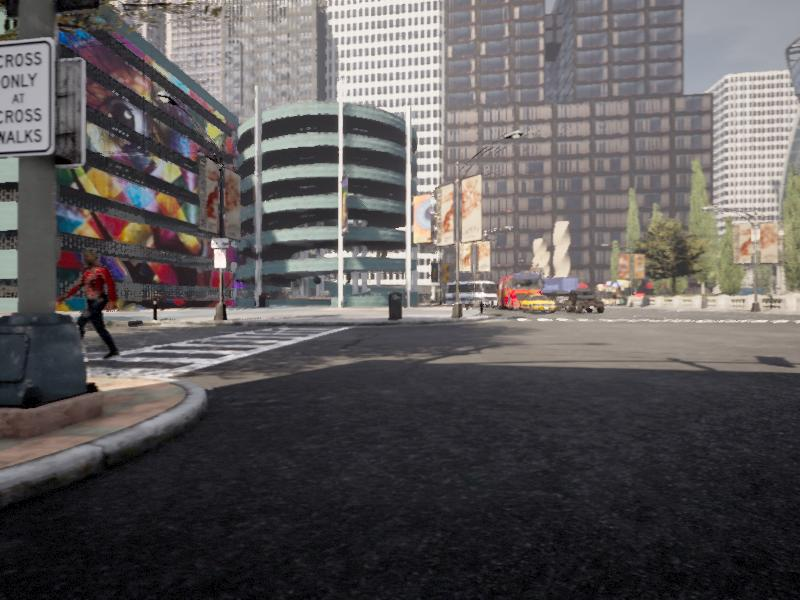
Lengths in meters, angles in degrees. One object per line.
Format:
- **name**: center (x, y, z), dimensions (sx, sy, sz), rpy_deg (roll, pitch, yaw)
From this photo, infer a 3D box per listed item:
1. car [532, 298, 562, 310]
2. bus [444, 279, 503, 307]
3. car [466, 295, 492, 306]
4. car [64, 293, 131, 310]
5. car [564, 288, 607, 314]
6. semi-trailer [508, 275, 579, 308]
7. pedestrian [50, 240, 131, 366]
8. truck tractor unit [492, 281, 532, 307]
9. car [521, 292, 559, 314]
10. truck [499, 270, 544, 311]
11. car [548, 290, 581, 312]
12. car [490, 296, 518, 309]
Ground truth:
- **car**: center (15.951, 0.400, 43.537), dimensions (1.895, 1.301, 4.718), rpy_deg (0, 0, 5)
- **bus**: center (12.160, -1.051, 67.527), dimensions (3.944, 4.253, 10.273), rpy_deg (1, 0, -30)
- **car**: center (13.898, 0.138, 70.953), dimensions (1.932, 1.855, 4.605), rpy_deg (1, 0, -31)
- **car**: center (-28.237, 0.146, 37.367), dimensions (4.902, 1.511, 2.128), rpy_deg (0, 0, 7)
- **car**: center (14.465, 0.089, 31.428), dimensions (1.905, 1.878, 3.866), rpy_deg (0, 0, 7)
- **semi-trailer**: center (21.326, -1.149, 61.025), dimensions (2.717, 4.402, 14.254), rpy_deg (1, 0, -14)
- **pedestrian**: center (-4.946, 0.043, 6.417), dimensions (0.751, 1.860, 0.751), rpy_deg (0, 0, 22)
- **truck tractor unit**: center (19.071, -1.040, 68.590), dimensions (3.053, 4.208, 6.516), rpy_deg (0, 0, -25)
- **car**: center (10.995, 0.243, 31.799), dimensions (1.801, 1.575, 5.366), rpy_deg (0, 0, 8)
- **truck**: center (12.194, -0.869, 40.987), dimensions (2.891, 3.827, 8.468), rpy_deg (0, 0, 6)
- **car**: center (15.219, 0.095, 37.264), dimensions (1.905, 1.878, 3.866), rpy_deg (0, 0, 7)
- **car**: center (12.805, 0.292, 49.624), dimensions (2.038, 1.542, 4.974), rpy_deg (0, 0, -2)
